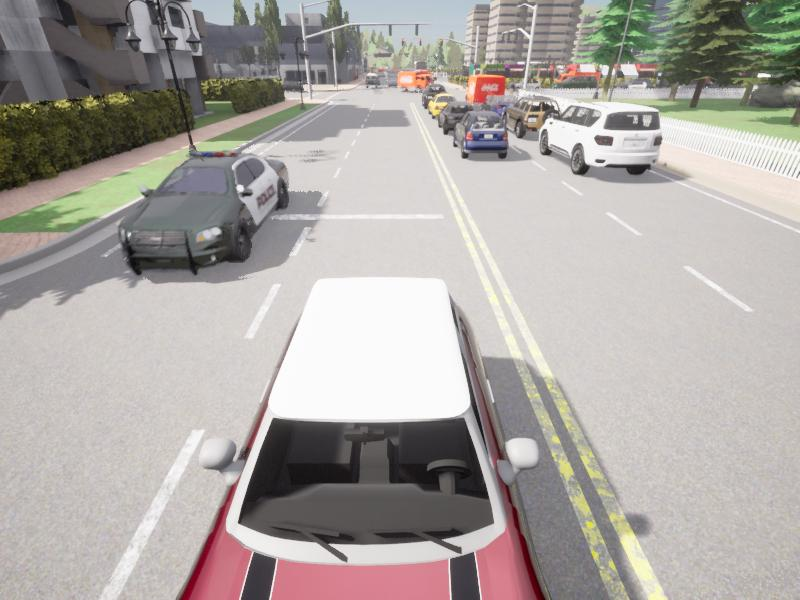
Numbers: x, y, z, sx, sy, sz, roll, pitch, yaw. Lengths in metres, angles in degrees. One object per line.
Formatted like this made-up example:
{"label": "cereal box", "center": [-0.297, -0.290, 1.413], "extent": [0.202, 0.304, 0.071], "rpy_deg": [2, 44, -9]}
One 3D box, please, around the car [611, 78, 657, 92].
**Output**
{"label": "car", "center": [31.967, -29.397, 54.743], "extent": [4.856, 1.649, 2.033], "rpy_deg": [-1, 30, -2]}

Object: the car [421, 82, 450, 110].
{"label": "car", "center": [2.907, -17.075, 33.404], "extent": [1.932, 1.855, 4.605], "rpy_deg": [0, 30, -1]}

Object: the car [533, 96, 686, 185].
{"label": "car", "center": [6.668, -5.726, 13.800], "extent": [2.150, 2.045, 5.566], "rpy_deg": [0, 30, -1]}

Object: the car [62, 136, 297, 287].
{"label": "car", "center": [-3.754, -2.134, 8.155], "extent": [2.038, 1.542, 4.974], "rpy_deg": [0, 30, -1]}

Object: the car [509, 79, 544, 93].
{"label": "car", "center": [17.075, -29.142, 54.345], "extent": [3.988, 1.617, 1.851], "rpy_deg": [0, 30, 0]}

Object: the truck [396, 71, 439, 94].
{"label": "truck", "center": [2.187, -28.421, 52.248], "extent": [2.627, 2.467, 5.204], "rpy_deg": [-24, 38, -35]}

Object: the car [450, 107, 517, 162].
{"label": "car", "center": [3.143, -6.676, 15.915], "extent": [1.789, 1.549, 3.705], "rpy_deg": [0, 30, -1]}

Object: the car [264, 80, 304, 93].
{"label": "car", "center": [-15.399, -28.494, 53.390], "extent": [4.674, 1.442, 1.812], "rpy_deg": [-2, 30, -3]}

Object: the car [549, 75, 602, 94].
{"label": "car", "center": [22.425, -27.627, 51.315], "extent": [5.566, 2.045, 2.150], "rpy_deg": [-1, 30, -2]}

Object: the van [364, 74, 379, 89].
{"label": "van", "center": [-4.492, -34.557, 63.193], "extent": [2.069, 2.038, 4.480], "rpy_deg": [0, 30, -1]}

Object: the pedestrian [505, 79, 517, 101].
{"label": "pedestrian", "center": [10.628, -20.146, 38.333], "extent": [0.751, 1.860, 0.751], "rpy_deg": [0, 30, 0]}

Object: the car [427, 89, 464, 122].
{"label": "car", "center": [2.988, -13.394, 27.396], "extent": [1.801, 1.575, 5.366], "rpy_deg": [0, 30, -1]}

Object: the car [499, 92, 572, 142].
{"label": "car", "center": [6.585, -9.309, 20.103], "extent": [1.932, 1.855, 4.605], "rpy_deg": [0, 30, -1]}

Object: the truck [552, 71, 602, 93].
{"label": "truck", "center": [23.864, -29.599, 54.283], "extent": [5.204, 2.467, 2.627], "rpy_deg": [-1, 30, -2]}

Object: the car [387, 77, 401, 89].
{"label": "car", "center": [-1.019, -35.455, 65.283], "extent": [2.163, 1.488, 4.792], "rpy_deg": [0, 30, -1]}

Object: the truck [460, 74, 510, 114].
{"label": "truck", "center": [6.435, -16.072, 31.101], "extent": [2.627, 2.467, 5.204], "rpy_deg": [0, 30, -1]}

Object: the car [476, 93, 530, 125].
{"label": "car", "center": [6.509, -12.430, 25.843], "extent": [2.163, 1.488, 4.792], "rpy_deg": [0, 30, -1]}

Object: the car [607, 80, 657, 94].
{"label": "car", "center": [29.871, -27.542, 51.681], "extent": [4.974, 1.542, 2.038], "rpy_deg": [-1, 30, -2]}

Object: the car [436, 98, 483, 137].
{"label": "car", "center": [3.067, -9.828, 21.392], "extent": [1.816, 1.474, 4.193], "rpy_deg": [0, 30, -1]}

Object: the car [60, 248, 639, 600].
{"label": "car", "center": [-0.172, 1.065, 2.755], "extent": [1.970, 1.475, 3.806], "rpy_deg": [0, 30, 0]}
